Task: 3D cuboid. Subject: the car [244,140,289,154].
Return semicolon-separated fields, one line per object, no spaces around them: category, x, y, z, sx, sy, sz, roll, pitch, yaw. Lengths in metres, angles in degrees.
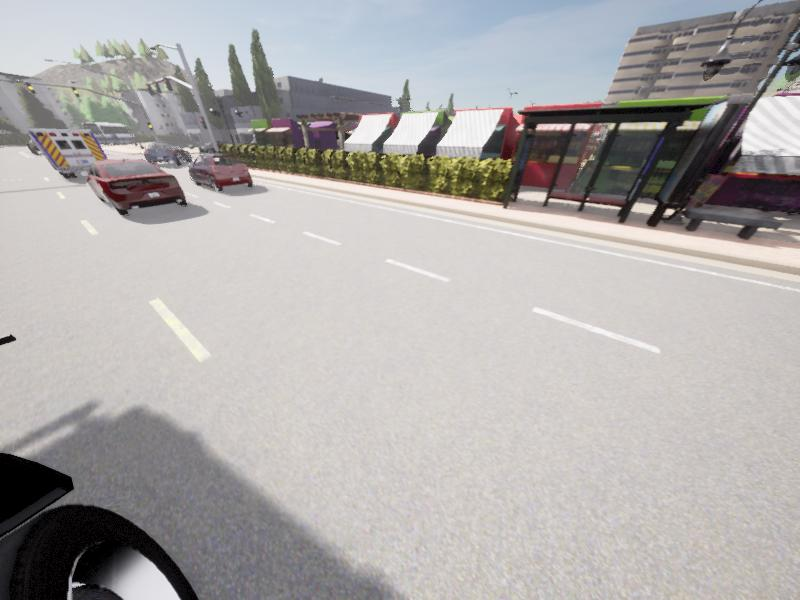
car;-19.857;-22.971;34.688;1.801;1.575;5.366;25;42;30

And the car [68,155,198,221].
car;-10.027;-4.392;8.630;5.008;1.535;1.882;23;41;29

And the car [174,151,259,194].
car;-9.266;-6.564;11.712;3.633;1.501;1.845;23;41;28

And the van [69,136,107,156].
van;-40.548;-20.097;30.017;4.442;1.987;1.775;22;41;27

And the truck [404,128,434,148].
truck;4.634;-38.988;55.663;2.891;3.827;8.468;24;41;29

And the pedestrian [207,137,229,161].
pedestrian;-17.622;-14.638;22.408;0.751;1.860;0.751;5;36;7

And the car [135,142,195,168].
car;-20.789;-13.133;20.757;2.152;1.651;5.027;-15;38;-20

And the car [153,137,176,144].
car;-65.686;-44.477;64.494;1.851;1.617;3.988;4;35;5

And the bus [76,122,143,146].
bus;-69.038;-39.824;55.539;3.944;4.253;10.273;-6;36;-8

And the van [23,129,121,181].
van;-21.380;-9.580;15.038;6.366;2.431;2.351;23;41;28

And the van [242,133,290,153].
van;-21.481;-25.513;37.425;1.988;2.561;5.915;24;42;29

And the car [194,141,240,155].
car;-25.948;-21.708;32.876;2.007;1.525;4.514;24;42;30

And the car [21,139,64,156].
car;-46.022;-19.710;29.717;5.027;1.651;2.152;22;41;27
